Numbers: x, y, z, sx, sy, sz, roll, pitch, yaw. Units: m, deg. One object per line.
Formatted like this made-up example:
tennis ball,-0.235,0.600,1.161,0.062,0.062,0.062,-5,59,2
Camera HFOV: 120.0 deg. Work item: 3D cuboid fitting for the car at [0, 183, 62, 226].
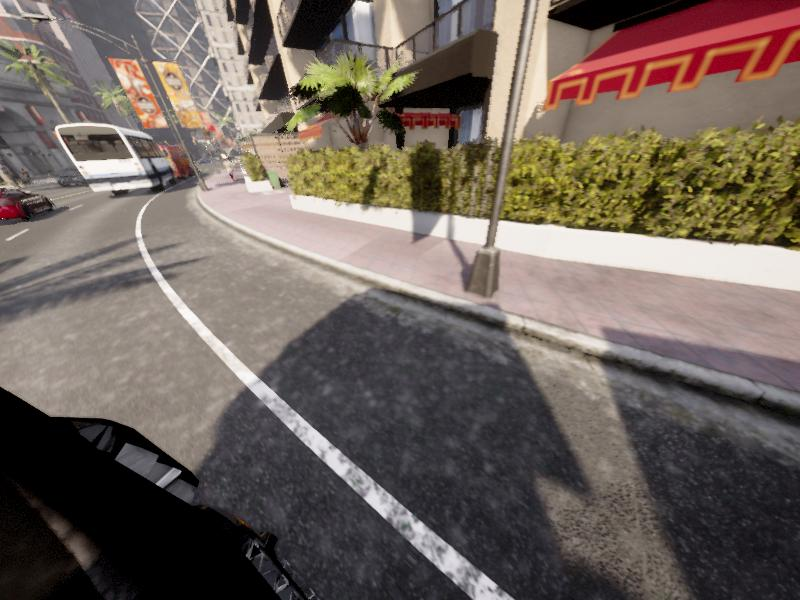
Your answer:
car,-19.366,-4.691,11.300,1.994,1.385,4.181,-25,40,-30

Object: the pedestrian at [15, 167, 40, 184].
pedestrian,-50.933,-17.035,31.587,0.751,1.860,0.751,-14,35,-16

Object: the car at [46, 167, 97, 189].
car,-36.626,-13.791,25.944,2.097,1.767,4.553,-28,41,-32

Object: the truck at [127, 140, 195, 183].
truck,-28.153,-16.742,27.839,2.891,3.827,8.468,-20,37,-24

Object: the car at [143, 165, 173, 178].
car,-36.472,-19.515,34.881,1.994,1.385,4.181,-20,37,-23

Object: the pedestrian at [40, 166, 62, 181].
pedestrian,-50.604,-18.347,33.523,0.751,1.860,0.751,-10,34,-11

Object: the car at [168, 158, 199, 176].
car,-33.028,-20.486,35.443,2.150,2.045,5.566,-20,37,-23

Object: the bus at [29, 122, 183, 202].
bus,-22.104,-11.317,18.846,3.944,4.253,10.273,-21,38,-25

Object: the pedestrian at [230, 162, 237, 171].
pedestrian,-25.188,-20.240,34.969,0.500,1.100,0.500,-20,37,-23

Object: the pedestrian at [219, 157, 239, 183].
pedestrian,-14.836,-11.318,20.088,0.751,1.860,0.751,-20,37,-24
